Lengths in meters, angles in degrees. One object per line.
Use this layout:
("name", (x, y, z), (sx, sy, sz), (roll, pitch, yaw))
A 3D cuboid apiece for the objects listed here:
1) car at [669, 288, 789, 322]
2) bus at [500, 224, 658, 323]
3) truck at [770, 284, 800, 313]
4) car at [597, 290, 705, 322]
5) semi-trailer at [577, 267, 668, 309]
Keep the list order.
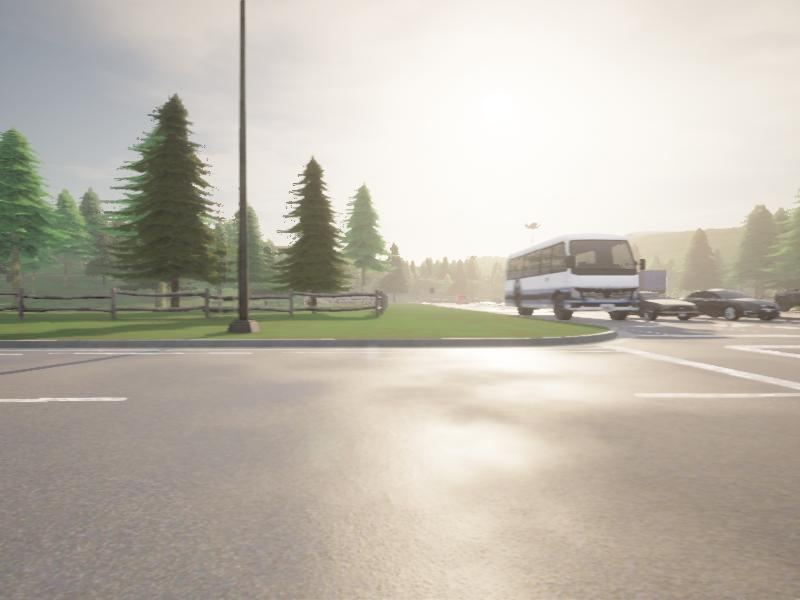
("car", (15.973, 0.220, 19.861), (1.837, 1.490, 4.892), (0, 0, -2))
("bus", (8.990, -1.149, 22.351), (3.944, 4.253, 10.273), (0, 0, -2))
("truck", (30.642, -0.103, 28.657), (2.390, 2.098, 6.274), (0, 0, -2))
("car", (12.448, 0.275, 20.407), (2.033, 1.411, 5.357), (0, 0, -2))
("semi-trailer", (26.402, -1.259, 48.939), (2.717, 4.402, 14.254), (0, 0, -2))
